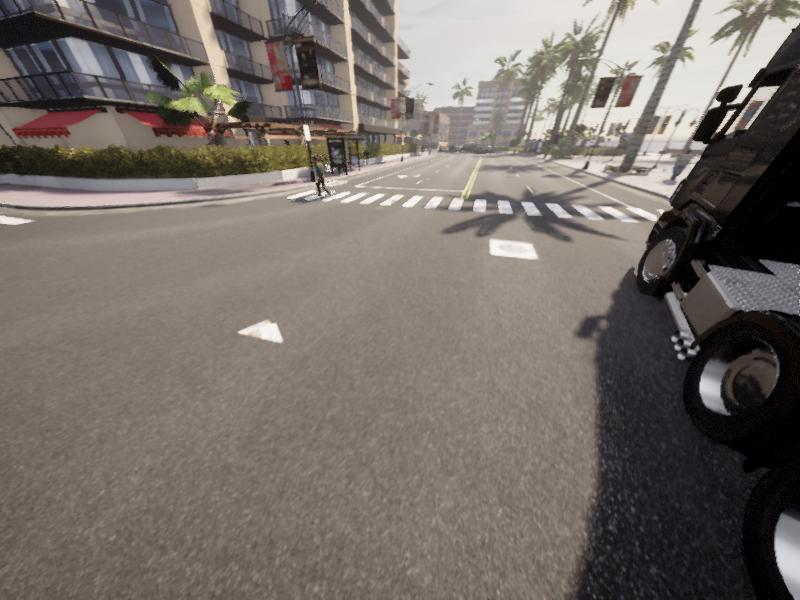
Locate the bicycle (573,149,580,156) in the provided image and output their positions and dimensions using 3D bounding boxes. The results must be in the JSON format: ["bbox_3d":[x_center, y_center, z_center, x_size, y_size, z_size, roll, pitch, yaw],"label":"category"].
[{"bbox_3d":[34.468,-28.867,45.211,0.373,1.024,1.643,10,35,14],"label":"bicycle"}]

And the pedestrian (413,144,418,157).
[{"bbox_3d":[2.706,-26.361,40.819,0.751,1.860,0.751,11,36,15],"label":"pedestrian"}]

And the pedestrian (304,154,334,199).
[{"bbox_3d":[-3.890,-5.992,11.220,0.751,1.860,0.751,11,36,15],"label":"pedestrian"}]

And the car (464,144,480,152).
[{"bbox_3d":[21.230,-44.966,68.221,2.150,2.045,5.566,-6,35,-9],"label":"car"}]

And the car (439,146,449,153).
[{"bbox_3d":[11.687,-40.396,61.995,1.851,1.617,3.988,-1,34,-2],"label":"car"}]

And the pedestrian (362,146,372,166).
[{"bbox_3d":[-3.580,-15.673,25.154,0.751,1.860,0.751,10,35,14],"label":"pedestrian"}]

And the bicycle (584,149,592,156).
[{"bbox_3d":[36.394,-28.540,44.727,0.373,1.024,1.643,10,35,14],"label":"bicycle"}]

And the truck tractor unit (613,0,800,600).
[{"bbox_3d":[4.498,-0.668,1.324,3.053,4.208,6.516,20,40,27],"label":"truck tractor unit"}]

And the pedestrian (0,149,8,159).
[{"bbox_3d":[-66.789,-24.513,38.303,0.751,1.860,0.751,1,34,1],"label":"pedestrian"}]

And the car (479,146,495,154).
[{"bbox_3d":[22.425,-38.759,59.732,2.152,1.651,5.027,-1,34,-2],"label":"car"}]

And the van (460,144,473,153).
[{"bbox_3d":[18.422,-42.152,64.145,1.775,1.987,4.442,-6,35,-9],"label":"van"}]

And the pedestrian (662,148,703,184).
[{"bbox_3d":[17.392,-8.308,14.289,0.751,1.860,0.751,20,39,26],"label":"pedestrian"}]

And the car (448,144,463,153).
[{"bbox_3d":[15.074,-41.504,63.158,2.150,2.045,5.566,-4,34,-5],"label":"car"}]

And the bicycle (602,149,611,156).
[{"bbox_3d":[39.281,-28.050,44.000,0.373,1.024,1.643,10,35,14],"label":"bicycle"}]
